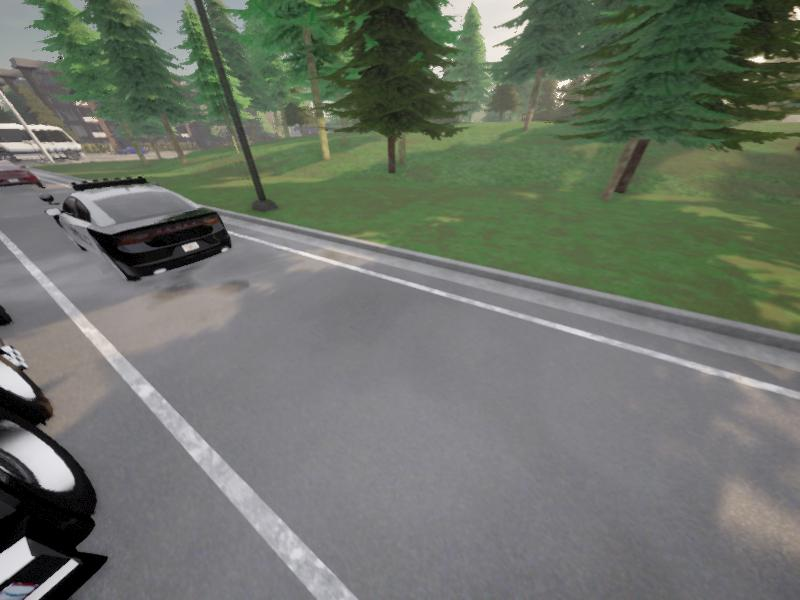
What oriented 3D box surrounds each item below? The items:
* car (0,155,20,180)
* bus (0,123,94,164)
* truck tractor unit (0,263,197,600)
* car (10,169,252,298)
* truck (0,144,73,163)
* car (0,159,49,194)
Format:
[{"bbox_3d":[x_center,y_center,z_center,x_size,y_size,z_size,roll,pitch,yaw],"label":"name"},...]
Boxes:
[{"bbox_3d":[-32.084,-10.313,17.758,5.238,1.638,1.930,18,39,24],"label":"car"},{"bbox_3d":[-50.855,-21.020,31.073,3.944,4.253,10.273,18,39,25],"label":"bus"},{"bbox_3d":[-5.117,-0.292,0.786,6.516,4.208,3.053,18,39,24],"label":"truck tractor unit"},{"bbox_3d":[-6.276,-1.923,5.412,5.238,1.638,1.930,18,39,24],"label":"car"},{"bbox_3d":[-53.439,-21.421,33.563,2.390,2.098,6.274,18,39,25],"label":"truck"},{"bbox_3d":[-23.238,-7.352,13.576,4.674,1.442,1.812,18,39,24],"label":"car"}]
